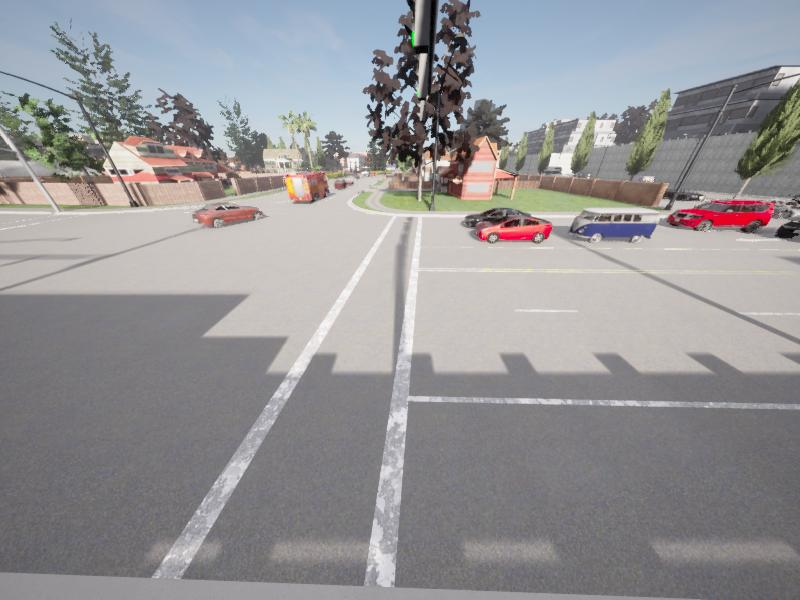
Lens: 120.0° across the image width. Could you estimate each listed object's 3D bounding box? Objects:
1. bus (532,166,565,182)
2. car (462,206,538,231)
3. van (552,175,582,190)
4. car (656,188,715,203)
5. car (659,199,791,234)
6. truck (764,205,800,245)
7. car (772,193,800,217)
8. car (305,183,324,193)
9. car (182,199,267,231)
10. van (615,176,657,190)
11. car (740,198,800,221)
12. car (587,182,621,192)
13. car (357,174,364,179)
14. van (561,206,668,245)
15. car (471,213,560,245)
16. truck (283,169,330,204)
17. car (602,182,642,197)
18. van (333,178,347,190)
[{"bbox_3d":[48.498,-41.522,76.058,3.944,4.253,10.273,0,30,1],"label":"bus"},{"bbox_3d":[7.532,-6.367,17.939,4.892,1.490,1.837,1,30,1],"label":"car"},{"bbox_3d":[36.673,-26.037,50.952,1.988,2.561,5.915,0,31,1],"label":"van"},{"bbox_3d":[39.851,-14.781,32.499,2.128,1.511,4.902,0,30,1],"label":"car"},{"bbox_3d":[23.903,-6.313,17.295,5.566,2.045,2.150,2,30,3],"label":"car"},{"bbox_3d":[27.881,-4.522,14.138,6.274,2.098,2.390,0,30,0],"label":"truck"},{"bbox_3d":[39.610,-8.881,21.898,1.905,1.878,3.866,1,30,2],"label":"car"},{"bbox_3d":[-16.239,-21.384,44.074,1.994,1.385,4.181,0,30,0],"label":"car"},{"bbox_3d":[-14.383,-7.276,19.356,2.152,1.651,5.027,14,33,22],"label":"car"},{"bbox_3d":[51.679,-25.923,50.877,2.351,2.431,6.366,0,30,1],"label":"van"},{"bbox_3d":[36.073,-8.616,21.852,1.970,1.475,3.806,2,30,3],"label":"car"},{"bbox_3d":[40.080,-22.246,45.544,2.033,1.411,5.357,1,30,1],"label":"car"},{"bbox_3d":[-16.394,-51.137,95.397,1.801,1.575,5.366,0,30,0],"label":"car"},{"bbox_3d":[13.313,-4.761,14.661,4.442,1.987,1.775,0,30,1],"label":"van"},{"bbox_3d":[7.219,-4.633,14.904,4.514,1.525,2.007,1,30,1],"label":"car"},{"bbox_3d":[-12.878,-16.390,32.968,2.891,3.827,8.468,1,30,1],"label":"truck"},{"bbox_3d":[36.450,-18.256,38.146,1.932,1.855,4.605,0,30,1],"label":"car"},{"bbox_3d":[-12.759,-25.017,49.752,1.775,1.987,4.442,0,30,0],"label":"van"}]
